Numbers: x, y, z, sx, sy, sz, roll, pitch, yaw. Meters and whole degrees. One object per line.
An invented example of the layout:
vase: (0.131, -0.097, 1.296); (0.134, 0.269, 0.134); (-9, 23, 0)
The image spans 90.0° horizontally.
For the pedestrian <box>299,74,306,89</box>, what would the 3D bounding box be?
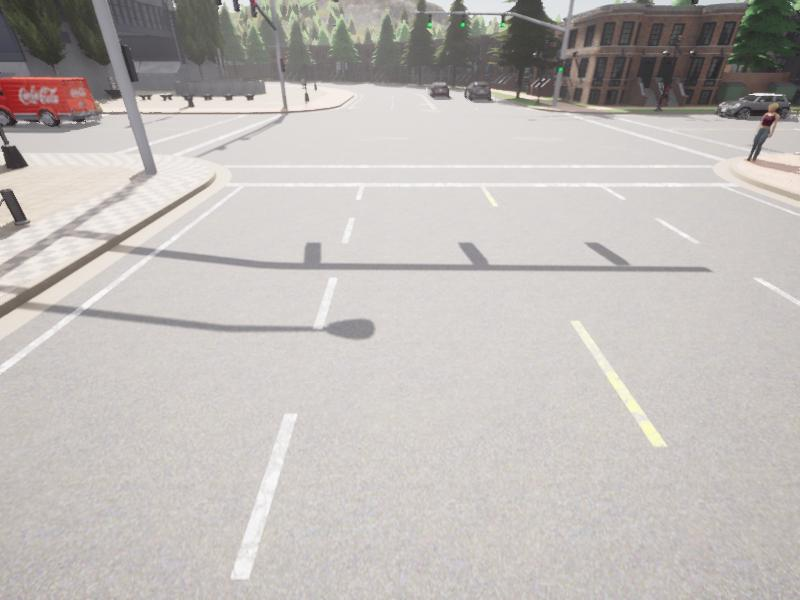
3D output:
pedestrian: (-14.080, -31.621, 57.887); (0.751, 1.860, 0.751); (-3, 30, -5)

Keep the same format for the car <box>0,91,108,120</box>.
car: (-22.741, -12.785, 26.294); (5.366, 1.575, 1.801); (0, 30, 0)

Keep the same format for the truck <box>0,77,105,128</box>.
truck: (-20.884, -11.402, 23.048); (5.204, 2.467, 2.627); (0, 30, 0)

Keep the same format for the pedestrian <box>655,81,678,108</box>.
pedestrian: (20.753, -16.010, 31.192); (0.751, 1.860, 0.751); (-11, 32, -18)

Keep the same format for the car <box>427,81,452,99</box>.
car: (4.332, -23.591, 44.878); (2.163, 1.488, 4.792); (-1, 30, -2)

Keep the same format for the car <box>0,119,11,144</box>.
car: (-20.267, -7.427, 17.267); (4.674, 1.442, 1.812); (0, 30, 0)

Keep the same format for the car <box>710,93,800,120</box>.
car: (23.281, -12.754, 26.355); (3.806, 1.475, 1.970); (0, 30, 0)

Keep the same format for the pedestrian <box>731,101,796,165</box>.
pedestrian: (12.055, -5.560, 13.320); (0.751, 1.860, 0.751); (-11, 32, -19)

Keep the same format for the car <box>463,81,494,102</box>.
car: (7.987, -21.536, 41.178); (2.242, 1.667, 4.611); (-1, 30, -1)
